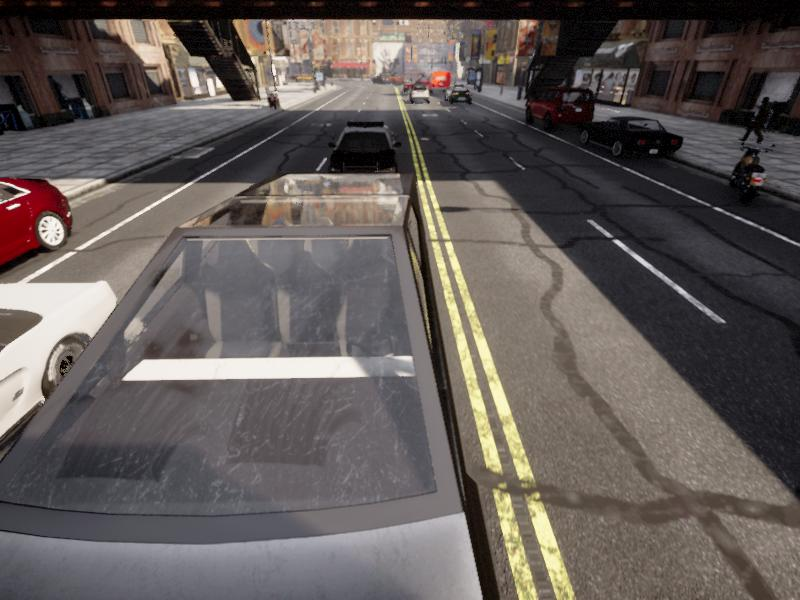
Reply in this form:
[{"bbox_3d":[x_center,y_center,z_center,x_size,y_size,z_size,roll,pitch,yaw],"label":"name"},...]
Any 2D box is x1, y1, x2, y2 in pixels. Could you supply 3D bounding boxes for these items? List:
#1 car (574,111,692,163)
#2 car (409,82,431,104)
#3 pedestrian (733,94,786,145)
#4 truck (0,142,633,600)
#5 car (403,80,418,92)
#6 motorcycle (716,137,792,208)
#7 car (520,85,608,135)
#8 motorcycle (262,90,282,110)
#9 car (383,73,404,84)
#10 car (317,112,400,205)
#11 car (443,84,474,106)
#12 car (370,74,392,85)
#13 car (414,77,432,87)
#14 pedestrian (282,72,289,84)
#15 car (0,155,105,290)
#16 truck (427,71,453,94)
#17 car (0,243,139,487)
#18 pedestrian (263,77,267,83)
[{"bbox_3d":[9.073,-6.711,16.171,1.895,1.301,4.718,-1,30,-1],"label":"car"},{"bbox_3d":[1.852,-20.101,38.779,1.851,1.617,3.988,-1,30,-1],"label":"car"},{"bbox_3d":[14.943,-7.534,16.671,0.751,1.860,0.751,-5,31,-8],"label":"pedestrian"},{"bbox_3d":[-0.769,0.172,3.683,2.390,2.098,6.274,-1,30,-1],"label":"truck"},{"bbox_3d":[1.407,-29.309,54.819,1.895,1.301,4.718,-1,30,-1],"label":"car"},{"bbox_3d":[9.167,-3.406,10.501,0.764,1.277,2.356,15,34,24],"label":"motorcycle"},{"bbox_3d":[8.854,-10.759,22.368,2.435,2.045,5.566,-1,30,-1],"label":"car"},{"bbox_3d":[-9.861,-15.389,30.793,0.856,1.236,1.805,-17,34,-27],"label":"motorcycle"},{"bbox_3d":[-1.265,-44.581,80.458,2.097,1.767,4.553,-18,35,-28],"label":"car"},{"bbox_3d":[-1.011,-4.456,12.001,1.930,1.638,5.238,-1,30,-1],"label":"car"},{"bbox_3d":[5.394,-19.181,37.277,2.038,1.542,4.974,-1,30,-1],"label":"car"},{"bbox_3d":[-3.673,-43.052,78.098,2.242,1.667,4.611,-18,35,-28],"label":"car"},{"bbox_3d":[3.870,-37.714,69.103,1.994,1.385,4.181,-7,31,-11],"label":"car"},{"bbox_3d":[-21.420,-41.395,74.623,0.751,1.860,0.751,-22,37,-32],"label":"pedestrian"},{"bbox_3d":[-7.391,-0.933,6.092,2.231,1.521,4.892,-1,30,-1],"label":"car"},{"bbox_3d":[5.000,-27.824,51.121,2.627,2.467,5.204,-1,30,-1],"label":"truck"},{"bbox_3d":[-4.290,1.116,2.820,1.895,1.301,4.718,-1,30,-1],"label":"car"},{"bbox_3d":[-26.505,-43.192,78.455,0.500,1.100,0.500,21,36,31],"label":"pedestrian"}]
